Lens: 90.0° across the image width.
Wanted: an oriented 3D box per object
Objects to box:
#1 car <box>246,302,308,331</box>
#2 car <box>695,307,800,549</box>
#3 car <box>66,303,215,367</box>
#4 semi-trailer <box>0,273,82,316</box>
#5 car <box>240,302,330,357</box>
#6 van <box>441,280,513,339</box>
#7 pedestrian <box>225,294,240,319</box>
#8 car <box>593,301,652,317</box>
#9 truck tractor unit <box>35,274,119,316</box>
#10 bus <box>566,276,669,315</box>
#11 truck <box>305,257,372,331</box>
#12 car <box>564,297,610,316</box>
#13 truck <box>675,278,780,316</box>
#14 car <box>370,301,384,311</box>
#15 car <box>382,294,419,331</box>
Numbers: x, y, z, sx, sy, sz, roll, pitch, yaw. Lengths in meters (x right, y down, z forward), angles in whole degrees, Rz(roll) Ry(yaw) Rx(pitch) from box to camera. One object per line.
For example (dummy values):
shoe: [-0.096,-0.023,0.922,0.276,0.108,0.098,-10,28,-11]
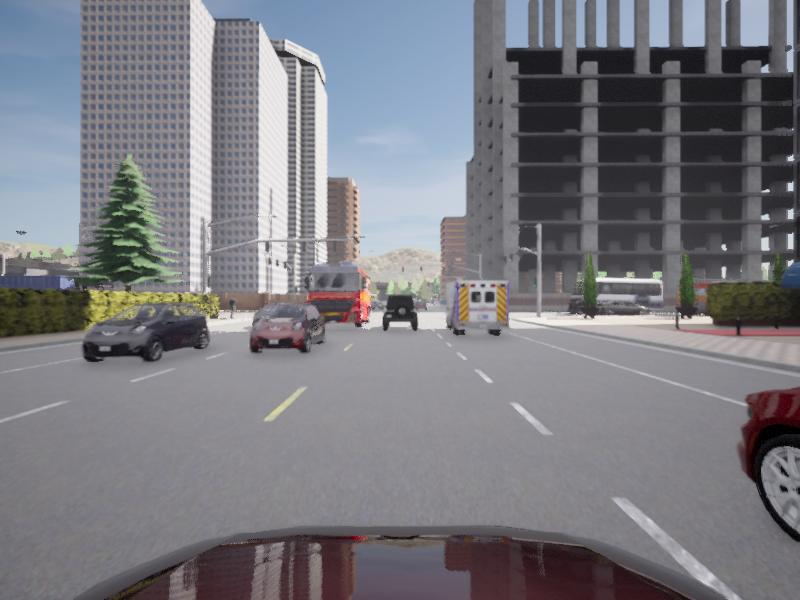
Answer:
car: [-6.993,0.853,23.362,2.128,1.511,4.902,0,0,0]
car: [3.503,0.824,0.973,1.882,1.535,5.008,0,0,0]
car: [-6.994,0.835,11.300,1.845,1.501,3.633,0,0,0]
semi-trailer: [-42.216,-0.588,42.762,14.254,4.402,2.717,0,0,0]
car: [-3.498,0.836,12.899,1.845,1.501,3.633,0,0,0]
van: [3.506,0.391,19.825,2.351,2.431,6.366,0,0,0]
pedestrian: [-12.798,0.506,30.619,0.751,1.860,0.751,0,0,12]
car: [21.187,0.855,38.259,4.514,1.525,2.007,0,0,0]
truck tractor unit: [-34.307,-0.496,42.707,6.516,4.208,3.053,0,0,1]
bus: [26.154,-0.487,48.605,10.273,4.253,3.944,2,0,0]
truck: [-3.502,-0.303,25.107,2.891,3.827,8.468,0,0,0]
car: [19.446,0.675,41.767,3.866,1.878,1.905,0,0,0]
truck: [33.925,-0.292,41.669,8.468,3.827,2.891,0,0,0]
car: [-3.639,0.896,64.044,1.970,1.475,3.806,0,0,1]
car: [0.008,0.658,22.440,1.905,1.878,3.866,0,-1,0]
